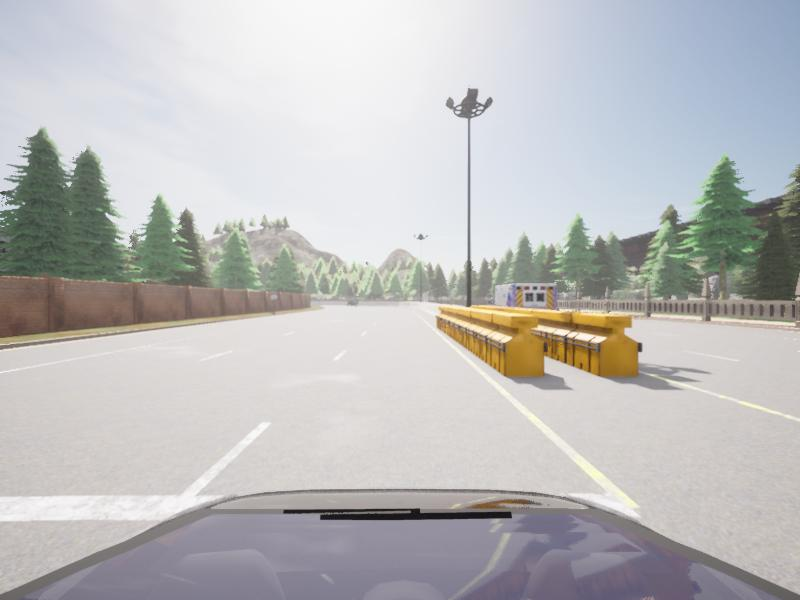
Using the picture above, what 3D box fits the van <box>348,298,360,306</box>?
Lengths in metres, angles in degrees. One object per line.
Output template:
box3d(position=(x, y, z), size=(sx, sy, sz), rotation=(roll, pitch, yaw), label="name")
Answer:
box3d(position=(-11.258, 0.523, 97.058), size=(1.775, 1.987, 4.442), rotation=(0, 0, -22), label="van")

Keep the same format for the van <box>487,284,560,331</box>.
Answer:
box3d(position=(7.085, 0.359, 23.879), size=(2.351, 2.431, 6.366), rotation=(0, 0, 0), label="van")
